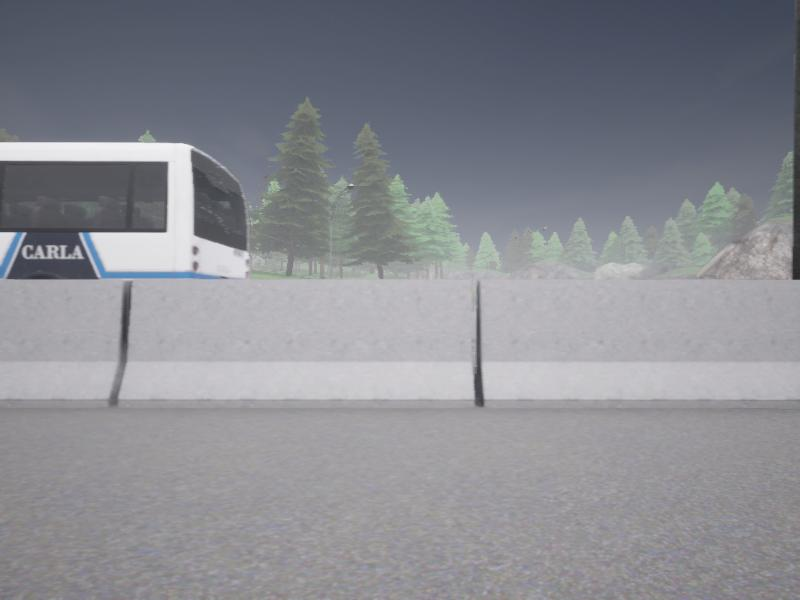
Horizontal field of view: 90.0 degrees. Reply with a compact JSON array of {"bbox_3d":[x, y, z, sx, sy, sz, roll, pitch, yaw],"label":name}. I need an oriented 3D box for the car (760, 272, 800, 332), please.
[{"bbox_3d":[14.614,0.054,12.703,4.605,1.855,1.932,0,0,0],"label":"car"}]

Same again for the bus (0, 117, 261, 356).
[{"bbox_3d":[-8.994,-1.135,9.078,10.273,4.253,3.944,0,0,0],"label":"bus"}]

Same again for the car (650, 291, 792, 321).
[{"bbox_3d":[15.610,0.297,19.702,5.357,1.411,2.033,0,0,0],"label":"car"}]

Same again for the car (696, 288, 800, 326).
[{"bbox_3d":[15.009,0.272,16.194,4.674,1.442,1.812,0,0,0],"label":"car"}]

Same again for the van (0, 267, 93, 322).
[{"bbox_3d":[-18.837,-0.280,19.701,5.915,2.561,1.988,0,0,0],"label":"van"}]
